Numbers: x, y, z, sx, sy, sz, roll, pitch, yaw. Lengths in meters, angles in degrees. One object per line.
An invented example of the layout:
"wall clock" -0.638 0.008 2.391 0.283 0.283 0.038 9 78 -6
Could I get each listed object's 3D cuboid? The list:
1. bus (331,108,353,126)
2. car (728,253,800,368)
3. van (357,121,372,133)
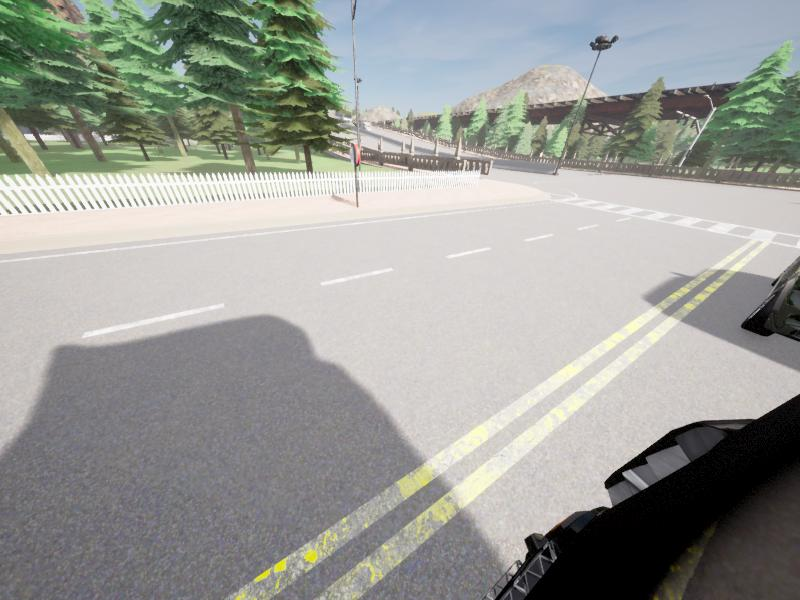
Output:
"bus" -21.220 -66.743 84.317 3.944 4.253 10.273 -17 45 -27
"car" 7.414 -0.200 3.201 4.553 1.767 2.097 -16 38 -26
"van" -11.306 -54.701 72.960 2.351 2.431 6.366 -17 46 -27
